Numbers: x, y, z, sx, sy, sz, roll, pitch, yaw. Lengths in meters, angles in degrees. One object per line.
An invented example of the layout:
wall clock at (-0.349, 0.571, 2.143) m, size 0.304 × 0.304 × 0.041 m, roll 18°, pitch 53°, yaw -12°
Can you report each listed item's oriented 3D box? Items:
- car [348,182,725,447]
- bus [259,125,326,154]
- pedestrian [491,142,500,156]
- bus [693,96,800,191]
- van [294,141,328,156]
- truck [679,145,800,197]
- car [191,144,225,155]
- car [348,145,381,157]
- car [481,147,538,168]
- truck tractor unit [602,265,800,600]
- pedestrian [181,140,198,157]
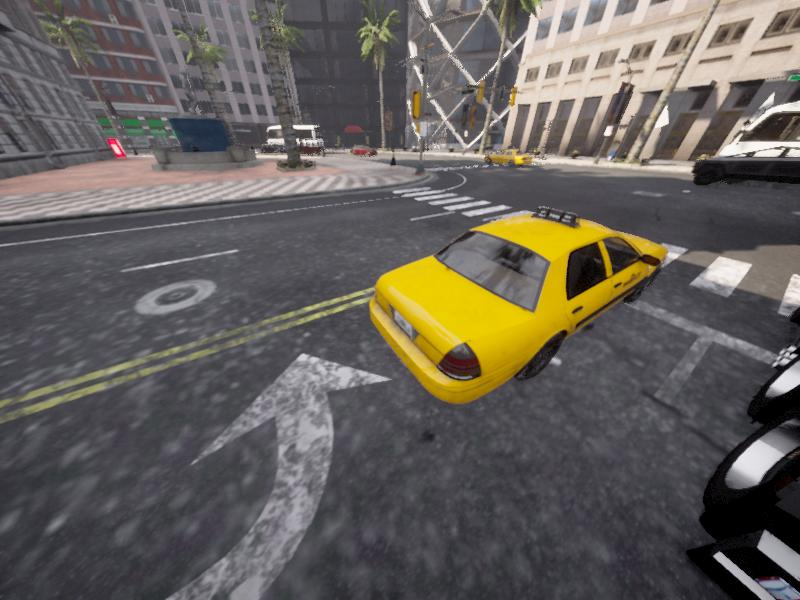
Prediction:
car at (2.205, -0.552, 3.435) m, size 5.366 × 1.575 × 1.801 m, roll -19°, pitch 39°, yaw -26°
bus at (-19.949, -30.224, 43.568) m, size 10.273 × 4.253 × 3.944 m, roll 6°, pitch 35°, yaw 8°
pedestrian at (15.592, -24.787, 37.836) m, size 0.751 × 1.860 × 0.751 m, roll -23°, pitch 41°, yaw -30°
bus at (24.584, -7.997, 11.987) m, size 3.944 × 4.253 × 10.273 m, roll -19°, pitch 39°, yaw -26°
van at (-14.313, -24.507, 37.334) m, size 4.480 × 2.038 × 2.069 m, roll 11°, pitch 35°, yaw 15°
truck at (20.616, -7.118, 12.576) m, size 2.390 × 2.098 × 6.274 m, roll -19°, pitch 39°, yaw -26°
car at (-31.847, -25.056, 38.424) m, size 3.633 × 1.501 × 1.845 m, roll -6°, pitch 35°, yaw -9°
car at (-5.734, -23.972, 37.124) m, size 4.792 × 1.488 × 2.163 m, roll 20°, pitch 39°, yaw 26°
car at (11.507, -15.338, 24.770) m, size 1.801 × 1.575 × 5.366 m, roll -19°, pitch 39°, yaw -26°
truck tractor unit at (5.112, -0.299, 0.783) m, size 6.516 × 4.208 × 3.053 m, roll -18°, pitch 39°, yaw -24°
pedestrian at (-28.204, -20.257, 30.956) m, size 0.751 × 1.860 × 0.751 m, roll -1°, pitch 35°, yaw -2°
